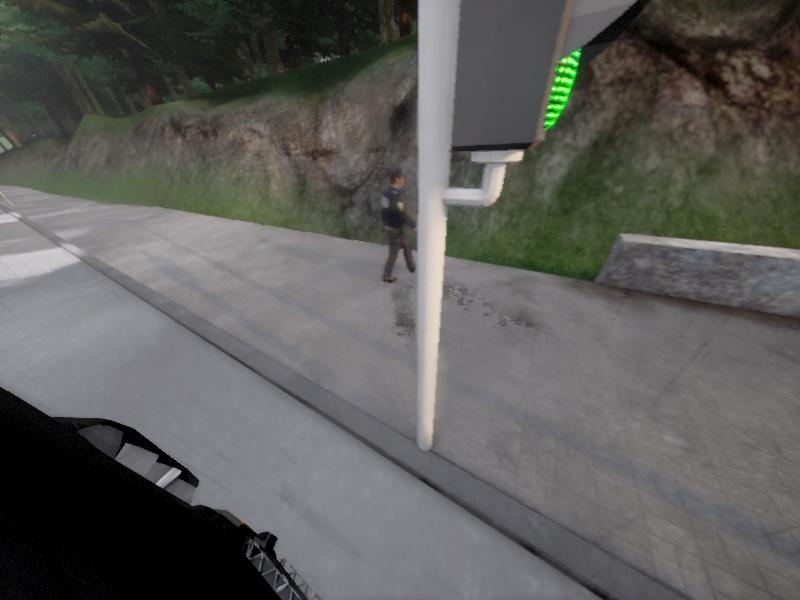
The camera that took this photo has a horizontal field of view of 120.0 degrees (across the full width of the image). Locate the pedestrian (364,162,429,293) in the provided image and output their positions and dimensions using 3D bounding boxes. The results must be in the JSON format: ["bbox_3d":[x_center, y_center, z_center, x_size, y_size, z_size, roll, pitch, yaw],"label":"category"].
[{"bbox_3d":[-0.047,-1.163,3.823,0.751,1.860,0.751,-12,34,-13],"label":"pedestrian"}]
